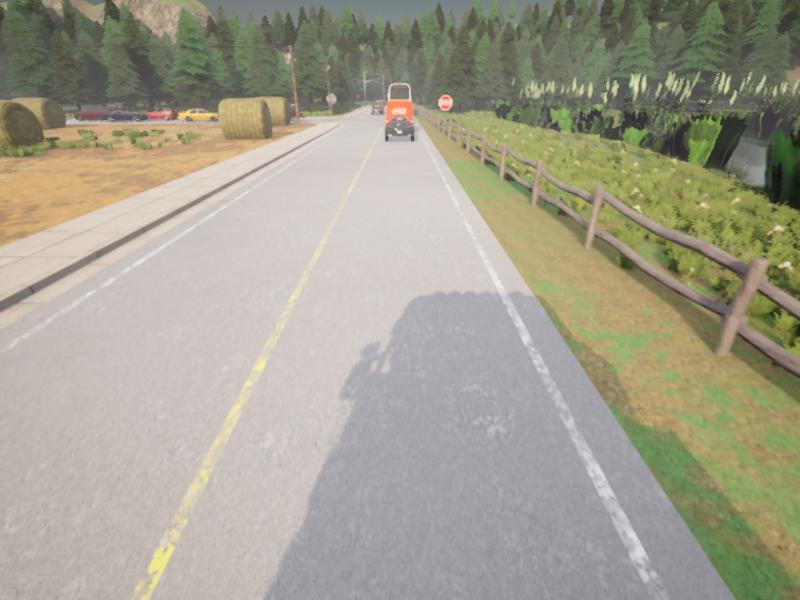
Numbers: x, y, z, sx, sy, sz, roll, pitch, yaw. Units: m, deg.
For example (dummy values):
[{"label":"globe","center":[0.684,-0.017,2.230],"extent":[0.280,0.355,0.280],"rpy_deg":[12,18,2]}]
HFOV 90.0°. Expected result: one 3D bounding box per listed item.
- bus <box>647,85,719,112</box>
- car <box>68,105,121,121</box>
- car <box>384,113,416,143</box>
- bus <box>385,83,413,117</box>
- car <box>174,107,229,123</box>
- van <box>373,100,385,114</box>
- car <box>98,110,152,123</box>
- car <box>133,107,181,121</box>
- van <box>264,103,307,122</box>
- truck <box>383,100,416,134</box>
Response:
[{"label":"bus","center":[51.963,-37.357,74.118],"extent":[3.944,4.253,10.273],"rpy_deg":[-6,28,-12]},{"label":"car","center":[-38.281,-23.473,50.237],"extent":[4.553,1.767,2.097],"rpy_deg":[-1,27,-2]},{"label":"car","center":[-0.025,-12.654,29.291],"extent":[2.152,1.651,5.027],"rpy_deg":[0,27,0]},{"label":"bus","center":[-0.172,-30.749,61.424],"extent":[3.944,4.253,10.273],"rpy_deg":[0,27,0]},{"label":"car","center":[-23.628,-22.123,47.804],"extent":[5.366,1.575,1.801],"rpy_deg":[-1,27,-3]},{"label":"van","center":[-3.560,-33.059,68.379],"extent":[1.775,1.987,4.442],"rpy_deg":[0,27,0]},{"label":"car","center":[-32.564,-21.782,47.484],"extent":[4.718,1.301,1.895],"rpy_deg":[-1,27,-2]},{"label":"car","center":[-30.683,-23.539,50.624],"extent":[4.514,1.525,2.007],"rpy_deg":[-1,27,-2]},{"label":"van","center":[-13.739,-22.539,48.139],"extent":[4.442,1.987,1.775],"rpy_deg":[-1,27,-2]},{"label":"truck","center":[-0.029,-16.259,35.342],"extent":[2.627,2.467,5.204],"rpy_deg":[0,27,0]}]
